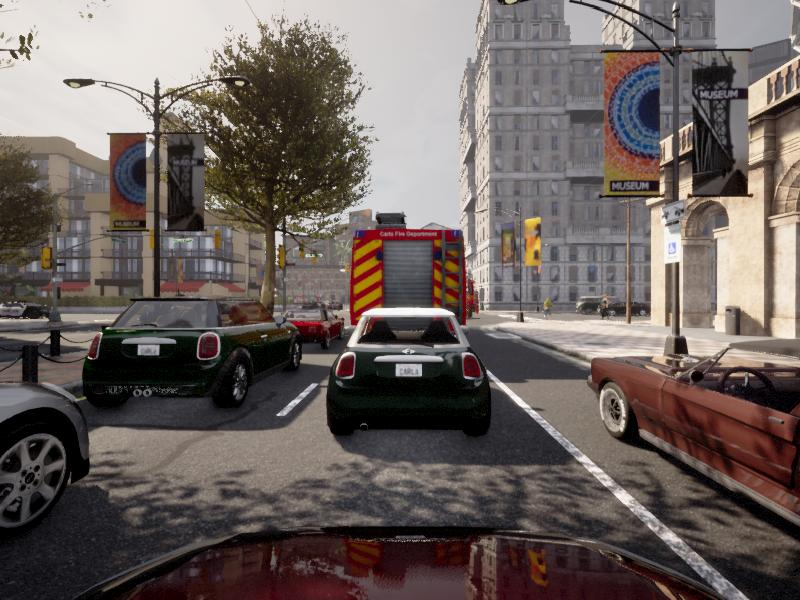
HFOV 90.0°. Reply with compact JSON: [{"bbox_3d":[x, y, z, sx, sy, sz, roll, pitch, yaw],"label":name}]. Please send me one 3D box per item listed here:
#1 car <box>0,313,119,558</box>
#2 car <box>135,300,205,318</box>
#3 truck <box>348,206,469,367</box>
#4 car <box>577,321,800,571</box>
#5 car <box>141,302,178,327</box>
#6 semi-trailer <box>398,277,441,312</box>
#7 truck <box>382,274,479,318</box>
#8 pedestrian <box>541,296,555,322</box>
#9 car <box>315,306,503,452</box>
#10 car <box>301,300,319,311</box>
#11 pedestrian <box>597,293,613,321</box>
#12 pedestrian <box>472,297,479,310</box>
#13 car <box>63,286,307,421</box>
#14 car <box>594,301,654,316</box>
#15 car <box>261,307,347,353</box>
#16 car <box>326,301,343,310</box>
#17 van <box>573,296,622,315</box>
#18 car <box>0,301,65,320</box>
[{"bbox_3d":[-3.473,0.853,1.600,1.970,1.475,3.806,0,0,1],"label":"car"},{"bbox_3d":[-21.284,0.800,37.222,5.366,1.575,1.801,0,0,-4],"label":"car"},{"bbox_3d":[0.274,-0.321,13.781,2.891,3.827,8.468,0,0,1],"label":"truck"},{"bbox_3d":[3.308,0.938,3.058,1.895,1.301,4.718,0,0,1],"label":"car"},{"bbox_3d":[-15.605,0.869,26.131,1.812,1.442,4.674,1,0,-28],"label":"car"},{"bbox_3d":[2.402,-0.618,57.544,2.717,4.402,14.254,0,0,-12],"label":"semi-trailer"},{"bbox_3d":[2.700,-0.321,36.499,8.468,3.827,2.891,0,0,1],"label":"truck"},{"bbox_3d":[10.543,0.635,28.562,0.751,1.860,0.751,0,0,0],"label":"pedestrian"},{"bbox_3d":[0.119,0.853,6.110,1.970,1.475,3.806,0,0,1],"label":"car"},{"bbox_3d":[-13.798,0.815,61.323,1.789,1.549,3.705,0,0,1],"label":"car"},{"bbox_3d":[13.935,0.485,27.242,0.751,1.860,0.751,0,0,5],"label":"pedestrian"},{"bbox_3d":[10.304,0.485,54.898,0.751,1.860,0.751,0,0,-6],"label":"pedestrian"},{"bbox_3d":[-3.355,0.694,7.527,2.097,1.767,4.553,0,0,1],"label":"car"},{"bbox_3d":[22.181,0.844,39.726,4.892,1.490,1.837,0,0,1],"label":"car"},{"bbox_3d":[-3.218,0.944,14.445,1.895,1.301,4.718,0,0,1],"label":"car"},{"bbox_3d":[-10.261,0.853,63.188,1.970,1.475,3.806,0,0,1],"label":"car"},{"bbox_3d":[21.300,0.599,43.240,4.442,1.987,1.775,0,0,1],"label":"van"},{"bbox_3d":[-31.318,0.826,33.451,4.974,1.542,2.038,0,0,1],"label":"car"}]
